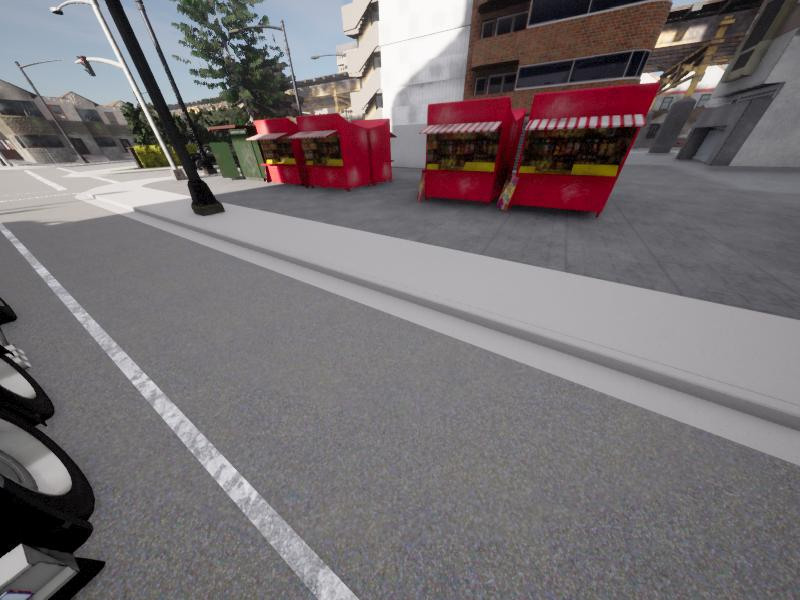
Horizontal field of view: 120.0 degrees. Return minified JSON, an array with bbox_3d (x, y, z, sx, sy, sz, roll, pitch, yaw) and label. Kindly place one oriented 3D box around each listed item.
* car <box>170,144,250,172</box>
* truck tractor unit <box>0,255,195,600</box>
[{"bbox_3d":[-19.117,-14.655,23.664,2.150,2.045,5.566,18,39,26],"label":"car"},{"bbox_3d":[-5.097,-0.314,0.801,6.516,4.208,3.053,19,39,25],"label":"truck tractor unit"}]
